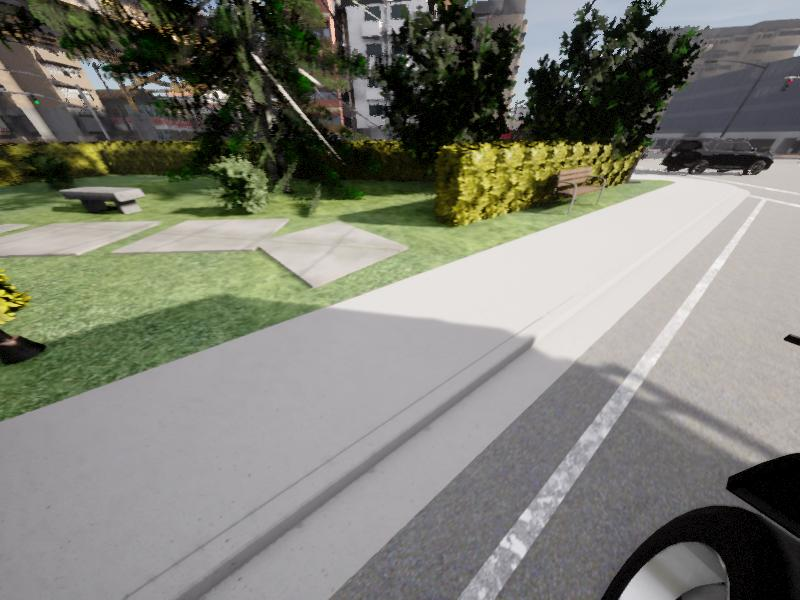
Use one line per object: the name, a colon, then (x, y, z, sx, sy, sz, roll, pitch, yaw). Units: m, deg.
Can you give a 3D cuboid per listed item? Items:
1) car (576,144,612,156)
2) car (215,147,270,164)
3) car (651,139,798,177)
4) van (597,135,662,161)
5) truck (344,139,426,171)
car: (29.452, -22.963, 35.291, 2.128, 1.511, 4.902, 6, 35, 9)
car: (-17.093, -15.775, 25.220, 4.674, 1.442, 1.812, 6, 36, 9)
car: (21.952, -9.895, 16.006, 5.566, 2.045, 2.150, 5, 35, 6)
van: (28.021, -18.975, 28.686, 2.351, 2.431, 6.366, 6, 35, 9)
truck: (-1.134, -12.273, 19.535, 6.274, 2.098, 2.390, 6, 36, 9)
